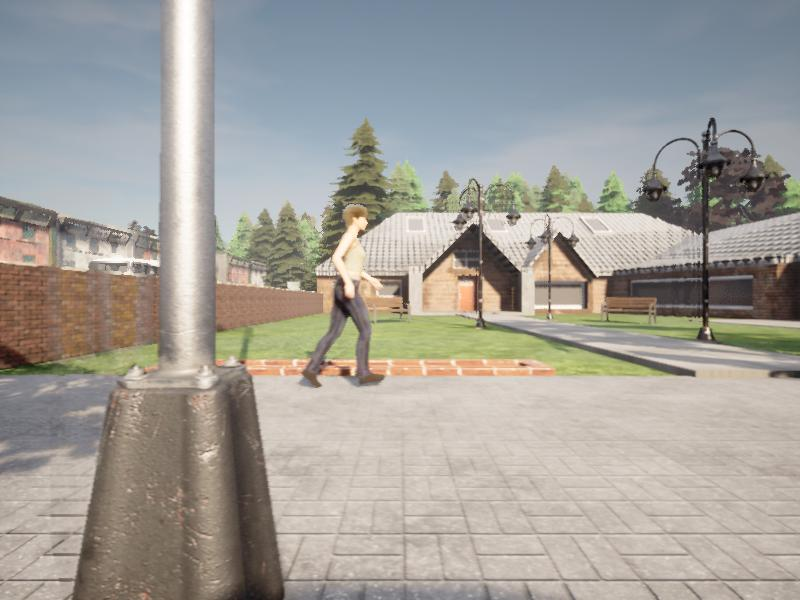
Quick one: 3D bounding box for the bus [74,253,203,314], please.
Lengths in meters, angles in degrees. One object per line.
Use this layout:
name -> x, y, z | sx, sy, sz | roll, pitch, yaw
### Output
bus -> -20.869, -1.156, 33.139 | 3.944, 4.253, 10.273 | 0, 0, 0

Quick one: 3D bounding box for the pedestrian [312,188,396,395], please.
pedestrian -> -0.495, -0.076, 4.046 | 0.751, 1.860, 0.751 | 0, 0, -14

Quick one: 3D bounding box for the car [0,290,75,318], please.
car -> -20.992, 0.204, 22.898 | 1.845, 1.501, 3.633 | 0, 0, 0
